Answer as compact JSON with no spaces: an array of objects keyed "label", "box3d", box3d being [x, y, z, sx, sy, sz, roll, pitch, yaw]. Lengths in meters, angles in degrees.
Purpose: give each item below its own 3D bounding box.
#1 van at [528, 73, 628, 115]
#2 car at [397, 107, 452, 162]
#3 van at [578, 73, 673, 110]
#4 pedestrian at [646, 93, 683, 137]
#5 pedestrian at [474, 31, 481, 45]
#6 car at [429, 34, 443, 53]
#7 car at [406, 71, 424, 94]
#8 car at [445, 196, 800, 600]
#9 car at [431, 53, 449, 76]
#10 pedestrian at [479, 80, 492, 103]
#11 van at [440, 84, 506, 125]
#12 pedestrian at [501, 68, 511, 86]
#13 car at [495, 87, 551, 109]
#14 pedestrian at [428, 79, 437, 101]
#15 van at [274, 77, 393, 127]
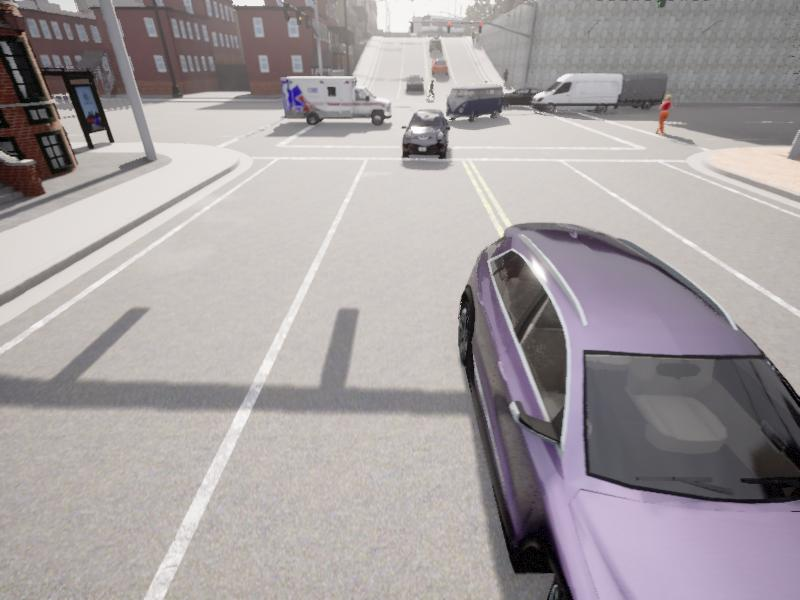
[{"label":"van","box3d":[12.735,-14.984,29.067,5.915,2.561,1.988,1,30,1]},{"label":"car","box3d":[1.044,-6.579,15.694,1.845,1.501,3.633,4,31,6]},{"label":"van","box3d":[17.837,-16.676,31.963,5.915,2.561,1.988,1,30,2]},{"label":"pedestrian","box3d":[12.855,-9.009,19.494,0.751,1.860,0.751,-1,30,-2]},{"label":"pedestrian","box3d":[13.194,-44.656,68.202,0.751,1.860,0.751,0,30,1]},{"label":"car","box3d":[5.867,-42.056,65.634,1.932,1.855,4.605,1,42,1]},{"label":"car","box3d":[1.675,-24.968,45.898,1.930,1.638,5.238,1,36,1]},{"label":"car","box3d":[1.700,0.696,3.177,2.033,1.649,4.856,2,30,-2]},{"label":"car","box3d":[5.501,-32.641,55.386,2.097,1.767,4.553,1,43,1]},{"label":"pedestrian","box3d":[7.978,-19.581,37.532,0.751,1.860,0.751,-10,32,-16]},{"label":"van","box3d":[4.613,-12.358,25.111,1.775,1.987,4.442,25,39,36]},{"label":"pedestrian","box3d":[12.547,-26.461,47.450,0.751,1.860,0.751,3,30,5]},{"label":"car","box3d":[10.149,-16.777,33.170,4.193,1.474,1.816,8,31,14]},{"label":"pedestrian","box3d":[3.090,-20.238,38.570,0.751,1.860,0.751,1,30,2]},{"label":"van","box3d":[-3.665,-11.659,23.461,6.366,2.431,2.351,1,30,1]}]
